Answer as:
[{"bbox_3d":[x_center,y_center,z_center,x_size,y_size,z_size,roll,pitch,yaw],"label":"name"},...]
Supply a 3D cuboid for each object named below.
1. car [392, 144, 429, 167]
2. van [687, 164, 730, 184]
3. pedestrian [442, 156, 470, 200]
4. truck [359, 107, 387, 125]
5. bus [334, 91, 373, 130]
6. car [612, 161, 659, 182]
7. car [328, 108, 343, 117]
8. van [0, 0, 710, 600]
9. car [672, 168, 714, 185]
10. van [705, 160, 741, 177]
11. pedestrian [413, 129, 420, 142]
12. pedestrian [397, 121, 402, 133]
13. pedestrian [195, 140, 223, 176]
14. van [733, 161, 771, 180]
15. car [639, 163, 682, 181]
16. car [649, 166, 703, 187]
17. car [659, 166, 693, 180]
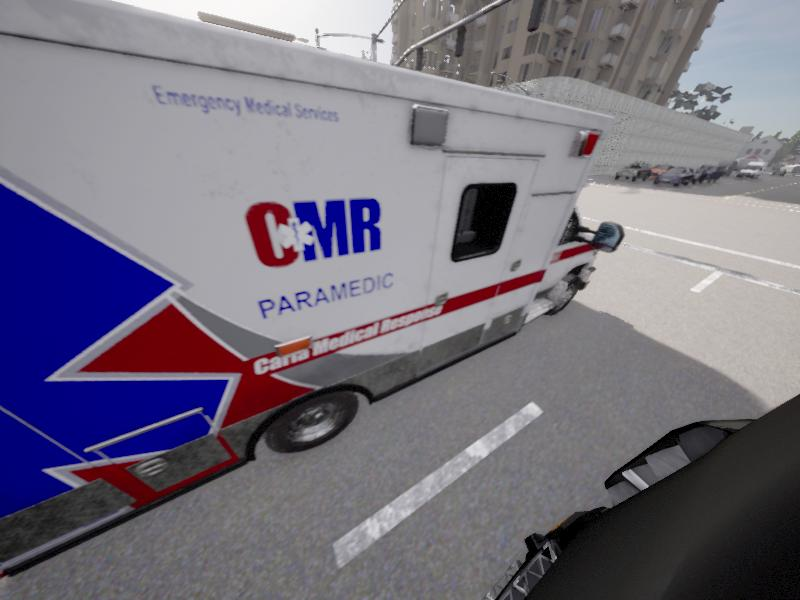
[{"bbox_3d":[1.123,-17.816,28.340,1.930,1.638,5.238,-16,43,-26],"label":"car"},{"bbox_3d":[38.785,-15.919,29.039,4.442,1.987,1.775,-16,38,-26],"label":"van"},{"bbox_3d":[2.817,-6.172,11.703,0.751,1.860,0.751,-20,40,-30],"label":"pedestrian"},{"bbox_3d":[-8.745,-60.020,75.524,8.468,3.827,2.891,-15,38,-25],"label":"truck"},{"bbox_3d":[-9.477,-37.585,45.775,3.944,4.253,10.273,-16,50,-26],"label":"bus"},{"bbox_3d":[26.944,-14.749,26.471,4.605,1.855,1.932,-16,38,-26],"label":"car"},{"bbox_3d":[-14.833,-43.333,53.362,1.895,1.301,4.718,-16,43,-26],"label":"car"},{"bbox_3d":[0.050,-0.615,2.674,6.366,2.431,2.351,-16,38,-26],"label":"van"},{"bbox_3d":[33.865,-14.335,26.696,3.633,1.501,1.845,-16,38,-26],"label":"car"},{"bbox_3d":[60.139,-24.471,42.994,5.915,2.561,1.988,-16,38,-26],"label":"van"},{"bbox_3d":[3.000,-30.059,42.227,0.751,1.860,0.751,-18,39,-28],"label":"pedestrian"},{"bbox_3d":[-0.067,-34.382,45.998,0.751,1.860,0.751,-16,38,-26],"label":"pedestrian"},{"bbox_3d":[-12.037,-8.949,14.620,0.751,1.860,0.751,-13,37,-23],"label":"pedestrian"},{"bbox_3d":[61.318,-22.568,40.226,5.915,2.561,1.988,-16,38,-26],"label":"van"},{"bbox_3d":[33.618,-16.610,29.857,4.553,1.767,2.097,-16,38,-26],"label":"car"},{"bbox_3d":[28.850,-12.948,24.141,4.856,1.649,2.033,-16,38,-26],"label":"car"},{"bbox_3d":[39.062,-18.025,32.690,4.193,1.474,1.816,-16,38,-26],"label":"car"}]
